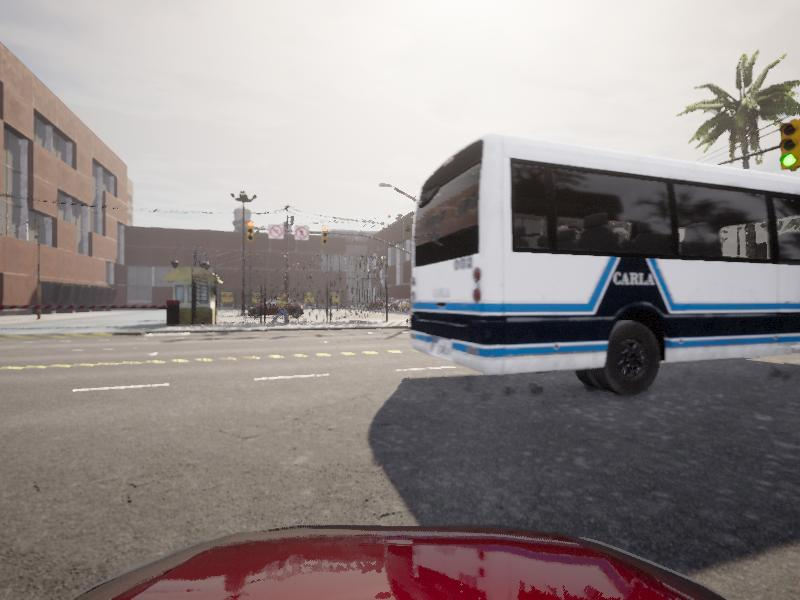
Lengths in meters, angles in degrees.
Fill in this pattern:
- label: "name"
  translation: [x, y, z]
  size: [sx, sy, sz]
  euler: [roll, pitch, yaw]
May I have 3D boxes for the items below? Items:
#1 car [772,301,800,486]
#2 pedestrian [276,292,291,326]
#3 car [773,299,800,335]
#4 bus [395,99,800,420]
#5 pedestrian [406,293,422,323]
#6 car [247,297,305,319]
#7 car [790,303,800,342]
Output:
- label: "car"
  translation: [3.910, 0.804, 0.915]
  size: [1.801, 1.575, 5.366]
  euler: [0, 0, 9]
- label: "pedestrian"
  translation: [-6.578, 0.493, 22.543]
  size: [0.751, 1.860, 0.751]
  euler: [0, 0, -19]
- label: "car"
  translation: [20.803, 0.767, 18.686]
  size: [4.611, 1.667, 2.242]
  euler: [0, 0, 0]
- label: "bus"
  translation: [5.393, -0.530, 8.787]
  size: [10.273, 4.253, 3.944]
  euler: [0, 0, -18]
- label: "pedestrian"
  translation: [0.877, 0.495, 25.006]
  size: [0.751, 1.860, 0.751]
  euler: [0, 0, -21]
- label: "car"
  translation: [-10.521, 0.610, 33.940]
  size: [4.553, 1.767, 2.185]
  euler: [0, 0, -19]
- label: "car"
  translation: [17.335, 0.863, 14.986]
  size: [3.806, 1.475, 1.970]
  euler: [0, 0, -7]
